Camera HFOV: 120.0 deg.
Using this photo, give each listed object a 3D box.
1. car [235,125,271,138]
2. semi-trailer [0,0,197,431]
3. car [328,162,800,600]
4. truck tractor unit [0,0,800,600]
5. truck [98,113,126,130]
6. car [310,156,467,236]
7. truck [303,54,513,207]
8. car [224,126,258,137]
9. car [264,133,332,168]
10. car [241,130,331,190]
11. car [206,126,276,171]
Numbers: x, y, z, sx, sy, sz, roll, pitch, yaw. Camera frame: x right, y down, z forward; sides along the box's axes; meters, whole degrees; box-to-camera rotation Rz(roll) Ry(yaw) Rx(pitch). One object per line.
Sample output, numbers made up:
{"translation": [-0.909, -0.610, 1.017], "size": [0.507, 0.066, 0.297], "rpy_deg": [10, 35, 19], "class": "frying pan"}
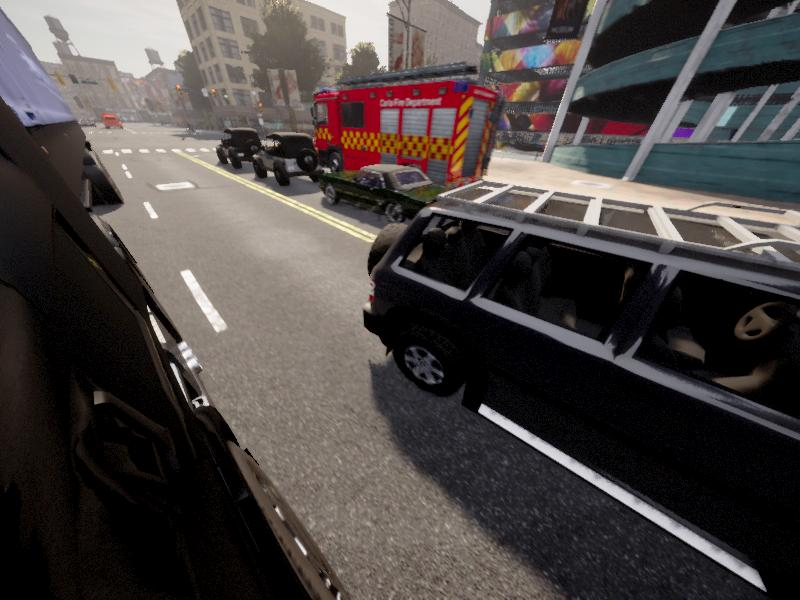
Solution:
{"translation": [-25.414, -29.208, 40.123], "size": [2.242, 1.667, 4.611], "rpy_deg": [30, 44, 32], "class": "car"}
{"translation": [-8.472, -3.731, 4.464], "size": [14.254, 4.402, 2.717], "rpy_deg": [31, 45, 32], "class": "semi-trailer"}
{"translation": [1.843, 0.268, 1.852], "size": [4.605, 1.855, 1.932], "rpy_deg": [25, 42, 28], "class": "car"}
{"translation": [-2.645, -0.295, 0.351], "size": [6.516, 4.208, 3.053], "rpy_deg": [28, 44, 30], "class": "truck tractor unit"}
{"translation": [-58.522, -36.244, 46.875], "size": [5.204, 2.467, 2.627], "rpy_deg": [32, 45, 33], "class": "truck"}
{"translation": [-0.589, -3.553, 7.348], "size": [4.718, 1.301, 1.895], "rpy_deg": [29, 44, 31], "class": "car"}
{"translation": [-0.366, -7.264, 10.247], "size": [8.468, 3.827, 2.891], "rpy_deg": [30, 44, 32], "class": "truck"}
{"translation": [-28.841, -30.664, 42.066], "size": [4.674, 1.442, 1.812], "rpy_deg": [-23, 44, -30], "class": "car"}
{"translation": [-7.086, -10.381, 15.923], "size": [5.366, 1.575, 1.801], "rpy_deg": [31, 45, 33], "class": "car"}
{"translation": [-5.189, -6.497, 10.534], "size": [3.866, 1.878, 1.905], "rpy_deg": [31, 45, 32], "class": "car"}
{"translation": [-9.436, -9.046, 13.710], "size": [3.866, 1.878, 1.905], "rpy_deg": [31, 45, 32], "class": "car"}
